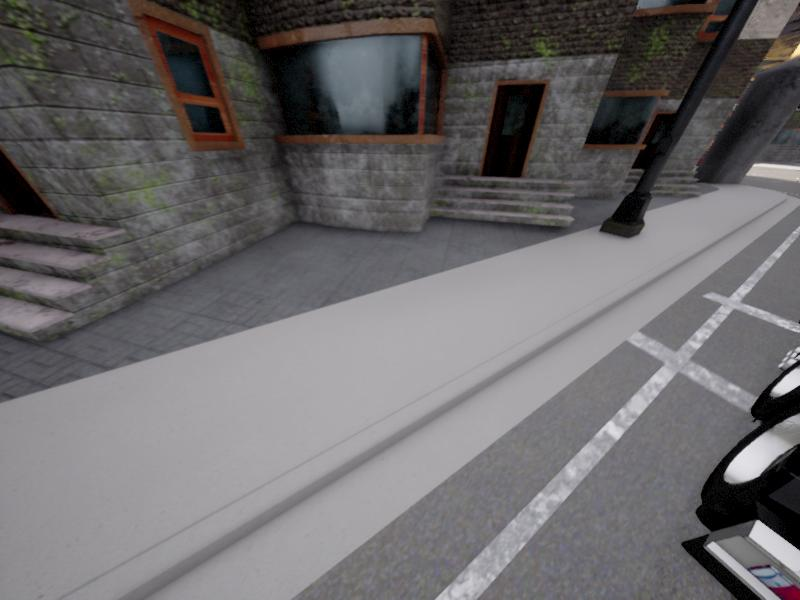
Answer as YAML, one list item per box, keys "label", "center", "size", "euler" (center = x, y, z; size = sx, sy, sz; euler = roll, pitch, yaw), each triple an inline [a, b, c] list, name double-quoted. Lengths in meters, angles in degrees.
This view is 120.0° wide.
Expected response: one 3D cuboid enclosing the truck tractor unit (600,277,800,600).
- label: "truck tractor unit"
  center: [5.131, -0.280, 0.746]
  size: [6.516, 4.208, 3.053]
  euler: [-17, 39, -23]
